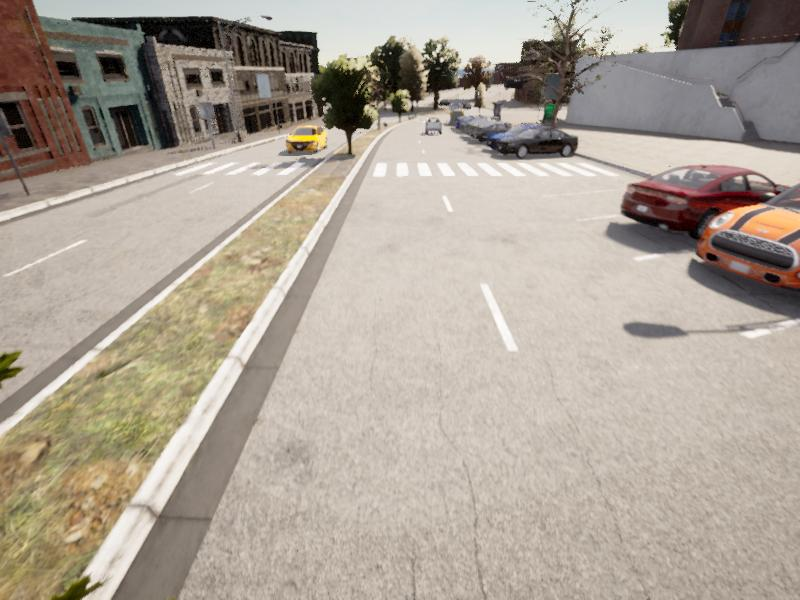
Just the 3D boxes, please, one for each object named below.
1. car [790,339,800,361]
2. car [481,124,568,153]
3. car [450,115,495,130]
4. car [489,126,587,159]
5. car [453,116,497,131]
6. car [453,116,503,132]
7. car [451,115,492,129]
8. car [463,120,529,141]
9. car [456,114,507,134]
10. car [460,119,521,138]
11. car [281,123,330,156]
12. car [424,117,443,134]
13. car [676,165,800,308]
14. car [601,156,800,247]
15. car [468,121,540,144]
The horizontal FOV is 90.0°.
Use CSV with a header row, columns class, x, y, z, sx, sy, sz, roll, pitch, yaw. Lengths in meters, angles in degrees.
class,x,y,z,sx,sy,sz,roll,pitch,yaw
car,7.900,0.059,4.820,5.366,1.575,1.946,-9,29,-18
car,8.083,-10.600,26.163,5.008,1.535,2.097,-8,28,-18
car,9.071,-22.227,50.052,4.892,1.521,2.231,-6,26,-14
car,8.079,-9.294,23.504,5.008,1.535,2.097,-8,28,-18
car,8.861,-20.905,47.414,4.674,1.452,2.002,-6,27,-14
car,8.661,-19.658,44.747,5.008,1.535,2.097,-6,27,-15
car,9.355,-23.486,52.724,4.792,1.488,2.163,-5,26,-14
car,8.167,-14.495,34.134,4.892,1.521,2.231,-7,27,-17
car,8.535,-18.485,42.047,4.553,1.767,2.185,-7,27,-15
car,8.248,-15.789,36.791,4.892,1.521,2.231,-7,27,-16
car,-5.858,-10.320,25.521,1.882,1.535,5.008,0,26,0
car,3.497,-18.287,41.900,1.845,1.501,3.633,1,26,2
car,8.106,-1.431,7.489,4.553,1.767,2.185,-9,29,-18
car,8.066,-2.659,10.194,5.008,1.535,2.097,-9,28,-18
car,8.111,-13.198,31.475,4.892,1.521,2.231,-8,27,-17
